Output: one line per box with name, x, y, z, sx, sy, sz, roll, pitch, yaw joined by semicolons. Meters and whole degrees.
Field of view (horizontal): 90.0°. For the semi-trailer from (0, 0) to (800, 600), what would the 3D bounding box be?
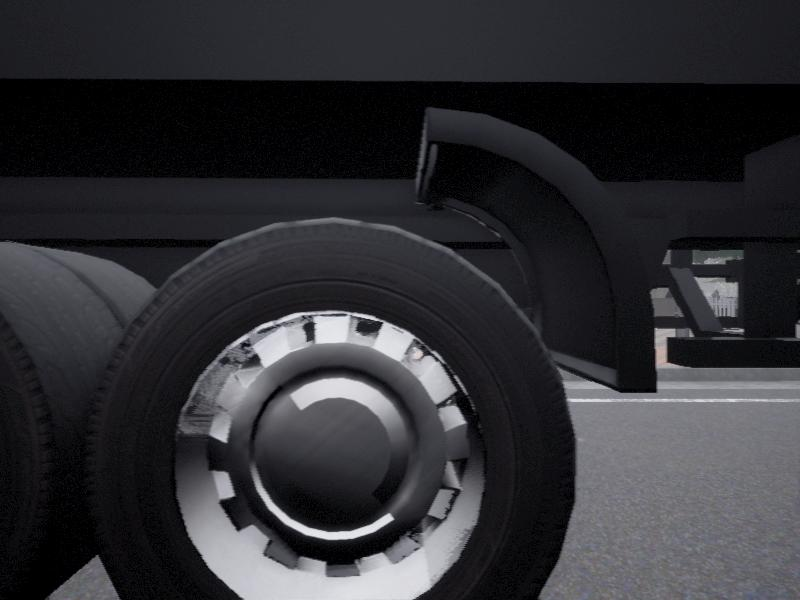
semi-trailer;-3.987;-1.220;2.194;14.254;4.402;2.717;0;0;0
